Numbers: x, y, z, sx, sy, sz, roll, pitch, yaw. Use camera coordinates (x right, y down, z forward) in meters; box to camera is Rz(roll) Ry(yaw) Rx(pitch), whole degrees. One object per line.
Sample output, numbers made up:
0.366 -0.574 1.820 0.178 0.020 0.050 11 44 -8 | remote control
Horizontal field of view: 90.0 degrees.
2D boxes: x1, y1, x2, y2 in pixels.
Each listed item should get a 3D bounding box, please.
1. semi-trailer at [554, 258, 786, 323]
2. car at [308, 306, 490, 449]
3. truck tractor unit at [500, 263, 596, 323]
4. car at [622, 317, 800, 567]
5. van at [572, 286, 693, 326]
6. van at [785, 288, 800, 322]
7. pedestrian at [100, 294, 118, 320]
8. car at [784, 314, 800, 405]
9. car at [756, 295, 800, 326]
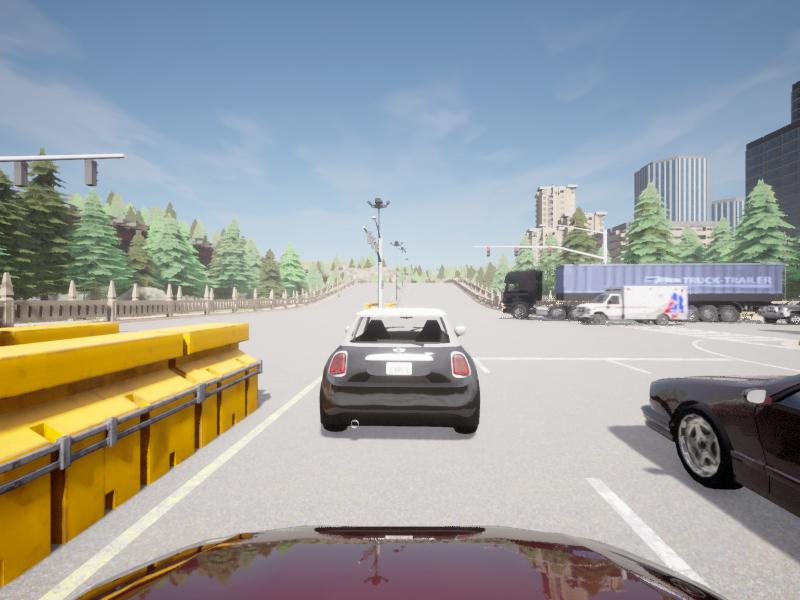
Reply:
19.099 -0.622 29.347 14.254 4.402 2.717 0 0 9 | semi-trailer
0.069 0.853 6.213 1.970 1.475 3.806 0 0 3 | car
11.546 -0.519 31.295 6.516 4.208 3.053 0 1 32 | truck tractor unit
3.389 0.894 1.761 2.033 1.411 5.357 0 0 2 | car
14.580 0.377 25.378 6.366 2.431 2.351 0 0 -2 | van
31.799 0.378 28.500 6.366 2.431 2.351 0 0 2 | van
-21.281 0.485 29.237 0.751 1.860 0.751 0 0 2 | pedestrian
6.991 0.907 4.212 1.994 1.385 4.181 0 0 2 | car
25.656 0.654 25.221 4.605 1.855 1.932 0 0 2 | car
